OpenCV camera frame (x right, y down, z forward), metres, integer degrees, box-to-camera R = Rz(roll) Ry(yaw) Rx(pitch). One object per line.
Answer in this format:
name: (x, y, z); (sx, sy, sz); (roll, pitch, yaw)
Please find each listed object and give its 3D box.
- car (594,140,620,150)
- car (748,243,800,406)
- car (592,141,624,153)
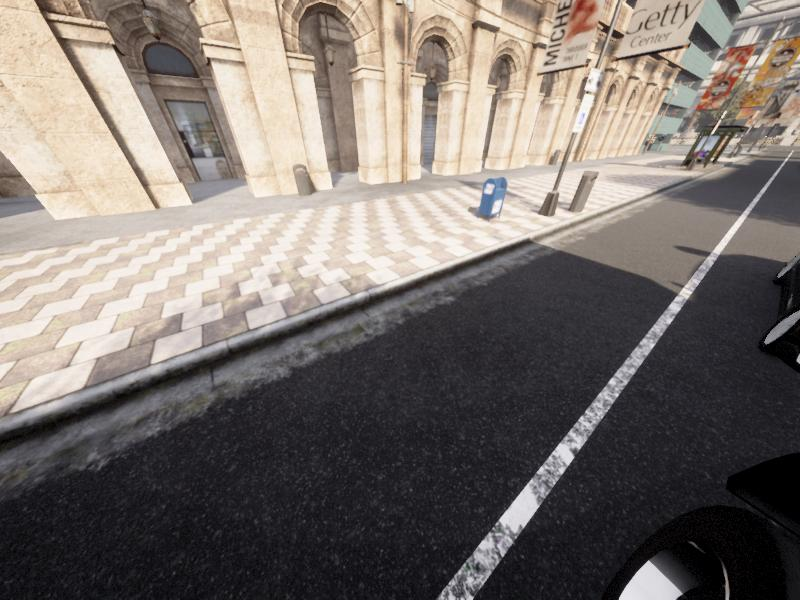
car: (40.941, -30.672, 45.716); (4.902, 1.511, 2.128); (-22, 41, -28)
car: (6.413, -0.051, 2.685); (4.892, 1.490, 1.837); (-22, 40, -28)
car: (33.821, -24.845, 37.551); (4.786, 1.482, 2.161); (-22, 41, -28)
